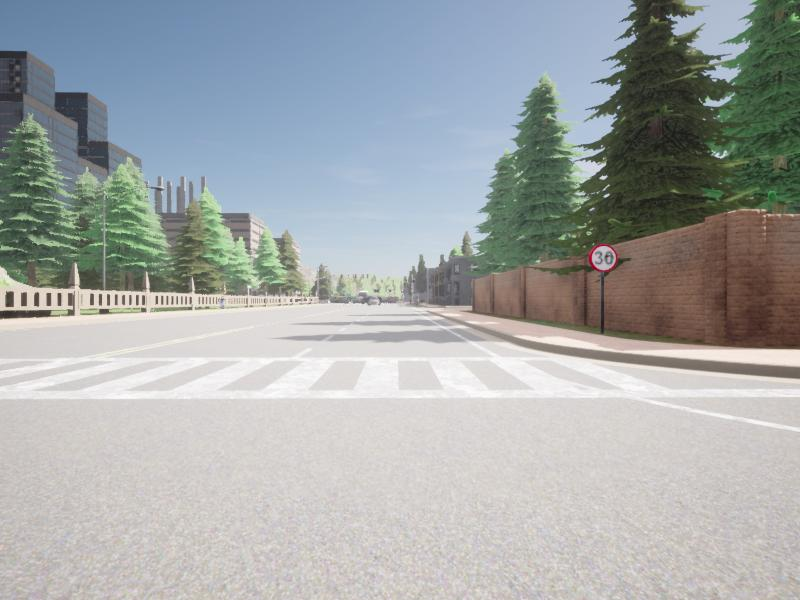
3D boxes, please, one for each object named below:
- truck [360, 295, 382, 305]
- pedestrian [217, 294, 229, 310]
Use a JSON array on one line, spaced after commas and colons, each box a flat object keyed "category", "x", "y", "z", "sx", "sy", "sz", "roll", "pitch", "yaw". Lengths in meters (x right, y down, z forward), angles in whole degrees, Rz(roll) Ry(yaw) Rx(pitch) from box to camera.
[{"category": "truck", "x": -6.652, "y": -0.060, "z": 90.943, "sx": 2.390, "sy": 2.098, "sz": 6.274, "roll": 0, "pitch": 0, "yaw": -30}, {"category": "pedestrian", "x": -15.153, "y": 0.165, "z": 34.251, "sx": 0.751, "sy": 1.300, "sz": 0.751, "roll": 0, "pitch": 0, "yaw": -3}]
